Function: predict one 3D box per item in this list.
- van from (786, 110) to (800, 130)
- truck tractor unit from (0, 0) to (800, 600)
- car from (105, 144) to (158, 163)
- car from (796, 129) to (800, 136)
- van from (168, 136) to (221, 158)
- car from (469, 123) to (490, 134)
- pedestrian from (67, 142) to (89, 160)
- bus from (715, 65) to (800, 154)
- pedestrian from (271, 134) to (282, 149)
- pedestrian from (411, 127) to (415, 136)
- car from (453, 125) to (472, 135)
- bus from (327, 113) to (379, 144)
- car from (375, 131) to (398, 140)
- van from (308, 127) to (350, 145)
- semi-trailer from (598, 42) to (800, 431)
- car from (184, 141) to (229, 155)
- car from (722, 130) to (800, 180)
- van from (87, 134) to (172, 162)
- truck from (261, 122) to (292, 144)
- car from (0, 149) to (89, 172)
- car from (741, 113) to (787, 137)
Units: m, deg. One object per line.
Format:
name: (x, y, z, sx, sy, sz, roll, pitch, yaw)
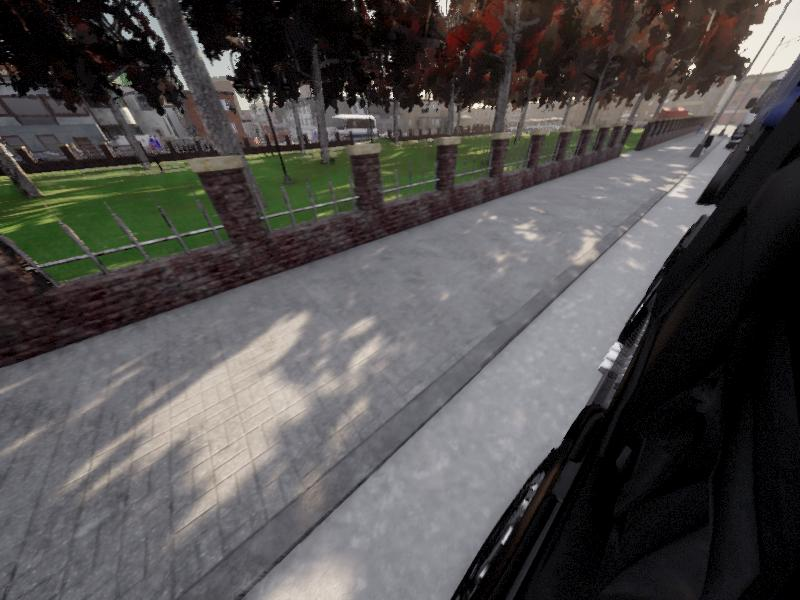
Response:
van: (57.325, -25.647, 32.446, 5.915, 2.561, 1.988, -28, 44, -30)
truck tractor unit: (2.645, -0.295, 0.352, 6.516, 4.208, 3.053, -28, 44, -30)
car: (-30.665, -16.923, 26.579, 3.633, 1.501, 1.845, -29, 44, -31)
car: (44.023, -18.105, 24.035, 4.792, 1.488, 2.163, -28, 44, -30)
van: (-26.029, -19.517, 29.393, 4.442, 1.987, 1.775, -30, 45, -31)
car: (20.682, -44.420, 59.871, 5.566, 2.045, 2.150, -30, 45, -32)
pedestrian: (-40.209, -18.601, 28.841, 0.751, 1.860, 0.751, 25, 45, 32)
bus: (27.764, -13.598, 16.638, 10.273, 4.253, 3.944, -28, 44, -30)
pedestrian: (-19.475, -24.969, 36.346, 0.751, 1.860, 0.751, 20, 43, 27)
pedestrian: (3.217, -41.747, 57.230, 0.751, 1.860, 0.751, 29, 47, 35)
car: (15.432, -41.701, 56.686, 4.605, 1.855, 1.932, -28, 44, -30)
bus: (-8.689, -33.135, 44.745, 3.944, 4.253, 10.273, 21, 42, 21)
car: (-2.826, -34.961, 49.098, 4.674, 1.442, 1.812, -28, 44, -30)
van: (-12.564, -29.254, 41.236, 6.366, 2.431, 2.351, 7, 39, 13)
semi-trailer: (8.702, -3.590, 4.241, 14.254, 4.402, 2.717, -28, 44, -30)
car: (-27.335, -21.572, 32.774, 4.718, 1.301, 1.895, -26, 43, -28)
car: (17.054, -6.812, 10.585, 5.357, 1.411, 2.033, -28, 44, -30)
van: (-33.349, -19.116, 28.900, 6.366, 2.431, 2.351, -28, 44, -30)
truck: (-28.126, -37.902, 52.438, 2.891, 3.827, 8.468, -28, 44, -30)
car: (-36.093, -14.170, 23.332, 5.357, 1.411, 2.033, -27, 43, -29)
car: (39.468, -18.989, 25.117, 3.866, 1.878, 1.905, -29, 44, -30)
